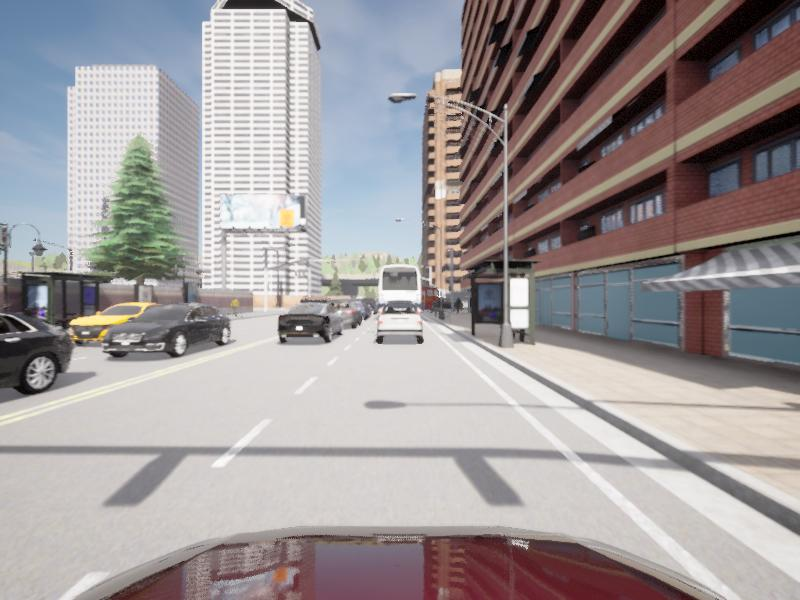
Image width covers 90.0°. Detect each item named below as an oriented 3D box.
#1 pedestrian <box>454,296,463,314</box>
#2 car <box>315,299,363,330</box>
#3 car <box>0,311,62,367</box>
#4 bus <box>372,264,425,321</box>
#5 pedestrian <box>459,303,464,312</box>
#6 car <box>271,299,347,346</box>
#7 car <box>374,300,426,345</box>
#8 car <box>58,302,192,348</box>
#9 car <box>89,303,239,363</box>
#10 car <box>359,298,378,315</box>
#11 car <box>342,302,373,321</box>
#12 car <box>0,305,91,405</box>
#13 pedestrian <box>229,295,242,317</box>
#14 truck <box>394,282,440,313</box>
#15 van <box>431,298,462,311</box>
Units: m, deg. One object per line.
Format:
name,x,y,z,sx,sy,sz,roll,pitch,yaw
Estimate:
pedestrian,5.944,0.522,40.656,0.751,1.860,0.751,0,0,-3
car,-3.512,0.779,23.974,2.242,1.667,4.611,0,0,0
car,-10.505,0.952,8.941,1.895,1.301,4.718,0,0,0
bus,-0.136,-0.506,35.022,3.944,4.253,10.273,0,-1,0
pedestrian,7.320,0.909,47.596,0.500,1.100,0.500,0,0,2
car,-3.518,0.786,16.574,1.930,1.638,5.238,0,0,0
car,-0.003,0.803,16.417,1.851,1.617,3.988,0,0,0
car,-10.506,0.837,15.872,1.882,1.535,5.008,0,0,0
car,-7.006,0.856,12.642,1.837,1.490,4.892,0,0,0
car,-3.522,0.688,45.780,1.905,1.878,3.866,0,0,0
car,-3.514,0.926,34.062,2.033,1.411,5.357,0,0,0
car,-7.000,0.849,5.433,1.837,1.490,4.892,0,0,0
pedestrian,-13.844,0.516,33.592,0.751,1.860,0.751,0,0,3
truck,2.441,-0.272,53.534,2.891,3.827,8.468,0,0,27
van,6.856,0.654,59.547,4.442,1.987,1.775,0,0,0
